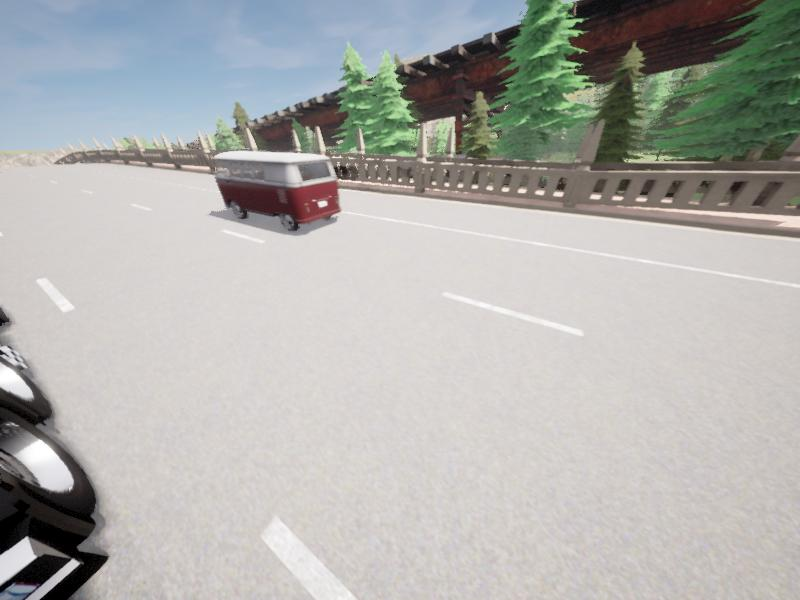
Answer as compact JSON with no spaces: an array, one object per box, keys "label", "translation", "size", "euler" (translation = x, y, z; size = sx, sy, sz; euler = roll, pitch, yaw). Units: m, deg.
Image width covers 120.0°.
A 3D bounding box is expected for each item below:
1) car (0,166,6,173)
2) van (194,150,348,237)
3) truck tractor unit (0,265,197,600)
[{"label":"car","translation":[-37.736,-12.089,20.392],"size":[4.902,1.511,2.128],"euler":[18,39,24]},{"label":"van","translation":[-4.160,-3.683,7.600],"size":[4.442,1.987,1.775],"euler":[18,39,24]},{"label":"truck tractor unit","translation":[-5.112,-0.299,0.780],"size":[6.516,4.208,3.053],"euler":[18,39,24]}]
